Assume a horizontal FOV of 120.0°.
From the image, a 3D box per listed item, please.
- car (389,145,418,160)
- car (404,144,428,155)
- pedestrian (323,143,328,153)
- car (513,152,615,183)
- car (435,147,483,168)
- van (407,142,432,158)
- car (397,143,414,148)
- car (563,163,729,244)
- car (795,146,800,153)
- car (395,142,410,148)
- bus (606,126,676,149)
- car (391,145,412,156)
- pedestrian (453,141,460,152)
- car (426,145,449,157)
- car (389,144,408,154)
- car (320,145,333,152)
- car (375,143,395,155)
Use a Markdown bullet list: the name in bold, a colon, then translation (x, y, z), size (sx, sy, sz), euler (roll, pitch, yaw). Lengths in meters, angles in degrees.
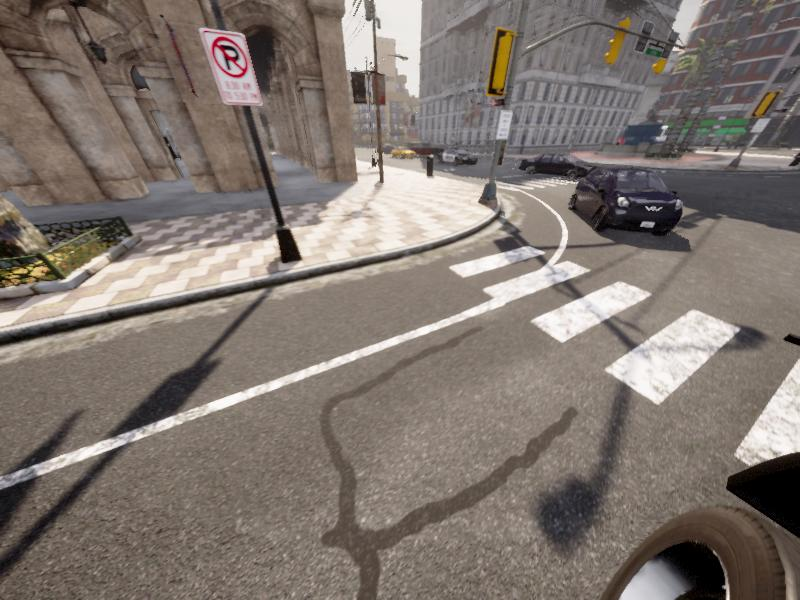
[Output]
- **car**: translation (0.430, -21.264, 33.210), size (1.801, 1.575, 5.366), euler (-16, 38, -21)
- **car**: translation (2.784, -27.487, 42.133), size (1.801, 1.575, 5.366), euler (-17, 38, -22)
- **pedestrian**: translation (-16.215, -33.063, 50.166), size (0.751, 1.860, 0.751), euler (-9, 36, -12)
- **car**: translation (10.979, -9.362, 16.075), size (2.033, 1.411, 5.357), euler (-17, 38, -22)
- **car**: translation (5.993, -14.971, 24.104), size (2.038, 1.542, 4.974), euler (-16, 38, -21)
- **van**: translation (2.927, -23.062, 35.405), size (1.775, 1.987, 4.442), euler (-16, 38, -21)
- **car**: translation (1.724, -52.142, 77.809), size (5.357, 1.411, 2.033), euler (-17, 38, -22)
- **car**: translation (6.839, -3.188, 7.132), size (1.845, 1.501, 3.633), euler (9, 36, 14)
- **car**: translation (64.455, -23.233, 35.061), size (1.801, 1.575, 5.366), euler (13, 37, 19)
- **car**: translation (0.791, -54.142, 80.627), size (4.792, 1.488, 2.163), euler (-17, 38, -22)
- **bus**: translation (57.985, -39.424, 56.122), size (3.944, 4.253, 10.273), euler (-16, 38, -21)
- **car**: translation (0.236, -25.880, 39.951), size (1.816, 1.474, 4.193), euler (-17, 38, -22)
- **pedestrian**: translation (10.713, -29.080, 43.750), size (0.751, 1.860, 0.751), euler (-13, 37, -18)
- **car**: translation (5.954, -23.916, 36.966), size (1.789, 1.549, 3.705), euler (-16, 38, -21)
- **car**: translation (-0.365, -30.930, 47.186), size (2.007, 1.525, 4.514), euler (-17, 38, -22)
- **car**: translation (-17.880, -37.059, 56.416), size (1.994, 1.385, 4.181), euler (-17, 38, -22)
- **car**: translation (-3.008, -29.523, 45.076), size (2.242, 1.667, 4.611), euler (-15, 37, -19)
